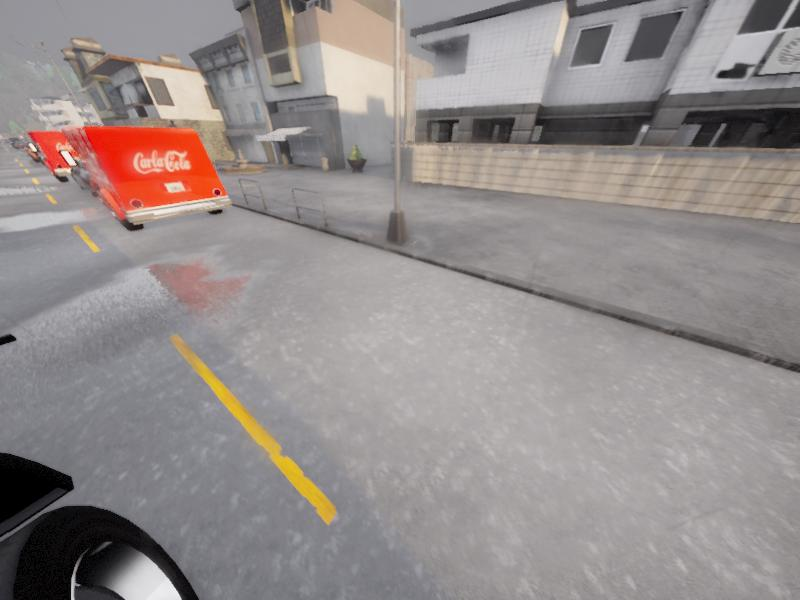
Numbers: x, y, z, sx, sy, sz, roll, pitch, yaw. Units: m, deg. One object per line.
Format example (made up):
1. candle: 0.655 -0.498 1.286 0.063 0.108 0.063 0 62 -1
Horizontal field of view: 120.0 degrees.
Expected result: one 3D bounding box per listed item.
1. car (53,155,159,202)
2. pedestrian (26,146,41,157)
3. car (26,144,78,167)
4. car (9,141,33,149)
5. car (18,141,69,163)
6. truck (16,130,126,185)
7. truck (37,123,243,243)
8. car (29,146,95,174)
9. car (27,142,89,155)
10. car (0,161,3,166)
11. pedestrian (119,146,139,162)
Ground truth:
1. car: -14.309 -6.046 11.200 5.357 1.411 2.033 22 41 28
2. pedestrian: -46.742 -18.911 29.458 0.500 1.100 0.500 23 41 28
3. car: -32.075 -13.353 21.269 3.988 1.617 1.851 22 41 28
4. car: -78.594 -32.170 47.875 4.181 1.385 1.994 21 40 27
5. car: -37.466 -15.618 24.285 4.553 1.767 2.097 22 41 28
6. truck: -20.231 -8.895 14.265 5.204 2.467 2.627 22 41 28
7. truck: -8.128 -3.974 7.366 5.204 2.467 2.627 22 41 28
8. car: -26.547 -11.076 18.139 4.974 1.542 2.038 22 41 28
9. car: -51.953 -23.262 35.301 4.892 1.490 1.837 -18 41 -24
10. car: -38.479 -13.015 21.014 4.718 1.301 1.895 22 41 28
11. pedestrian: -27.504 -14.852 23.472 0.751 1.300 0.751 22 41 28
